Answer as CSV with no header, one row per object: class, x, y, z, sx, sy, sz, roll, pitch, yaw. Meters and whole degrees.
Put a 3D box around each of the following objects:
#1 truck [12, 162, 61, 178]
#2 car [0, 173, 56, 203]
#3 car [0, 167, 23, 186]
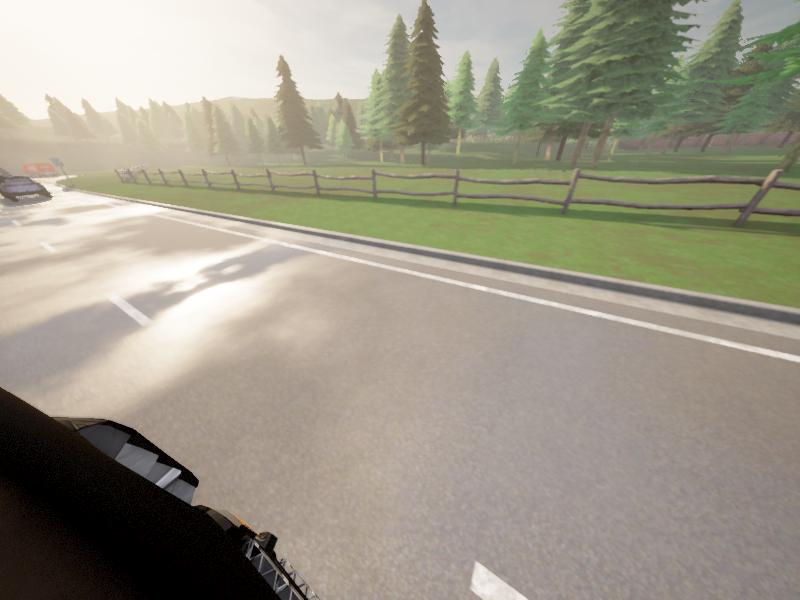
truck,-73.053,-26.156,46.495,5.204,2.467,2.627,3,33,8
car,-29.163,-8.700,17.720,4.856,1.649,2.033,16,37,26
car,-52.779,-16.176,30.287,5.566,2.045,2.150,14,36,24
